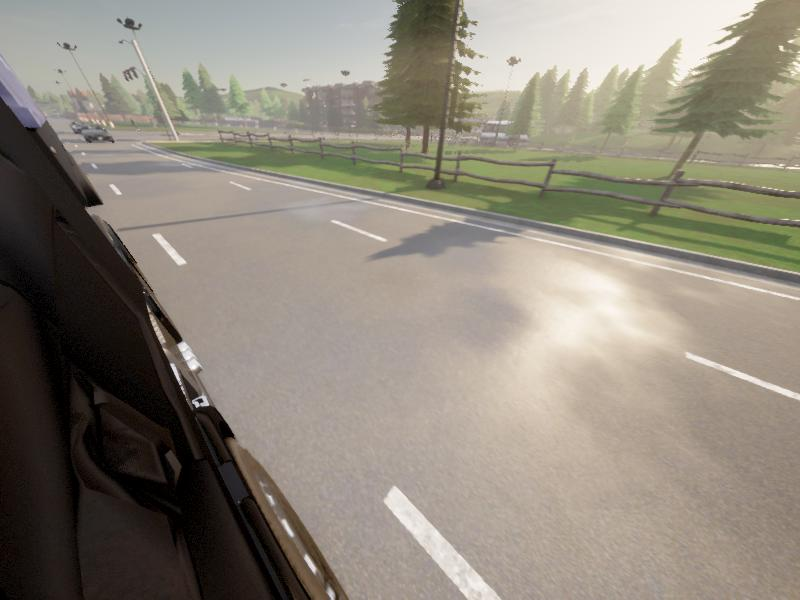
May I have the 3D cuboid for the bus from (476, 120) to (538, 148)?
[{"bbox_3d":[22.113,-34.684,48.270,10.273,4.253,3.944,28,43,30],"label":"bus"}]

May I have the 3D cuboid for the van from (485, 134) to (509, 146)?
[{"bbox_3d":[22.044,-36.611,52.770,4.442,1.987,1.775,28,43,30],"label":"van"}]

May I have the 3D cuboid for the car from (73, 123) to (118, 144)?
[{"bbox_3d":[-29.059,-15.892,22.039,4.193,1.474,1.816,28,43,30],"label":"car"}]

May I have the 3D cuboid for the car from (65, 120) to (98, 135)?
[{"bbox_3d":[-42.062,-22.787,30.523,3.806,1.475,1.970,28,43,30],"label":"car"}]

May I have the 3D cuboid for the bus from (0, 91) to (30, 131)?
[{"bbox_3d":[-55.811,-25.867,31.484,10.273,4.253,3.944,28,43,30],"label":"bus"}]

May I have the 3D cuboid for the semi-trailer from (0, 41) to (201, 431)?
[{"bbox_3d":[-8.702,-3.588,4.244,14.254,4.402,2.717,28,43,30],"label":"semi-trailer"}]

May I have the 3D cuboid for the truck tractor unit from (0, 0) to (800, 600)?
[{"bbox_3d":[-2.645,-0.295,0.351,6.516,4.208,3.053,28,44,30],"label":"truck tractor unit"}]
